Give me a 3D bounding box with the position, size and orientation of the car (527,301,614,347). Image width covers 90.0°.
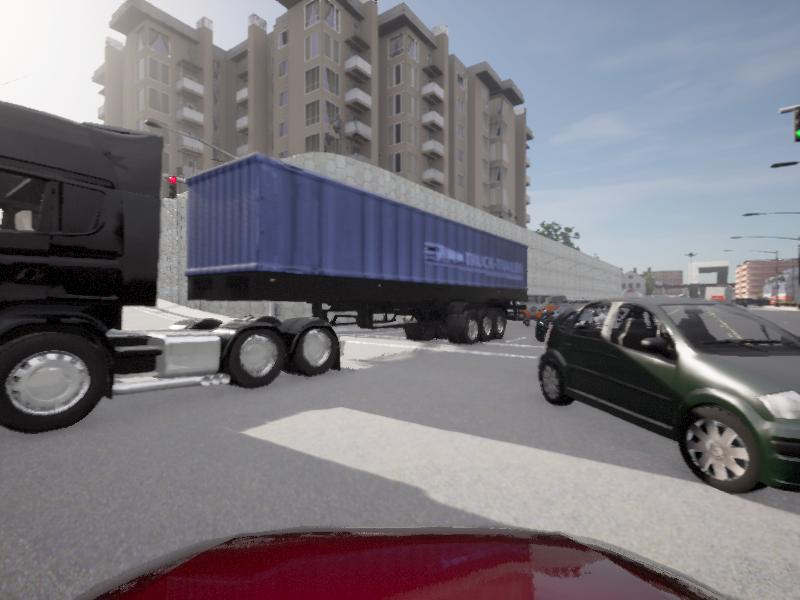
[{"bbox_3d":[7.003,0.807,16.049,2.038,1.542,4.974,0,0,37],"label":"car"}]

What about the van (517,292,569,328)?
[{"bbox_3d":[8.787,0.566,24.358,1.775,1.987,4.442,0,0,37],"label":"van"}]

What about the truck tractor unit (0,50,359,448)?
[{"bbox_3d":[-4.056,-0.528,7.018,3.053,4.208,6.516,0,0,37],"label":"truck tractor unit"}]

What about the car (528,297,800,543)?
[{"bbox_3d":[3.283,0.779,4.730,1.851,1.617,3.988,0,0,-8],"label":"car"}]

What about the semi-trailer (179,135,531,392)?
[{"bbox_3d":[0.655,-0.635,13.379,2.717,4.402,14.254,0,0,37],"label":"semi-trailer"}]

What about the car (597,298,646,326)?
[{"bbox_3d":[14.785,0.718,26.577,2.242,1.667,4.611,0,0,37],"label":"car"}]
